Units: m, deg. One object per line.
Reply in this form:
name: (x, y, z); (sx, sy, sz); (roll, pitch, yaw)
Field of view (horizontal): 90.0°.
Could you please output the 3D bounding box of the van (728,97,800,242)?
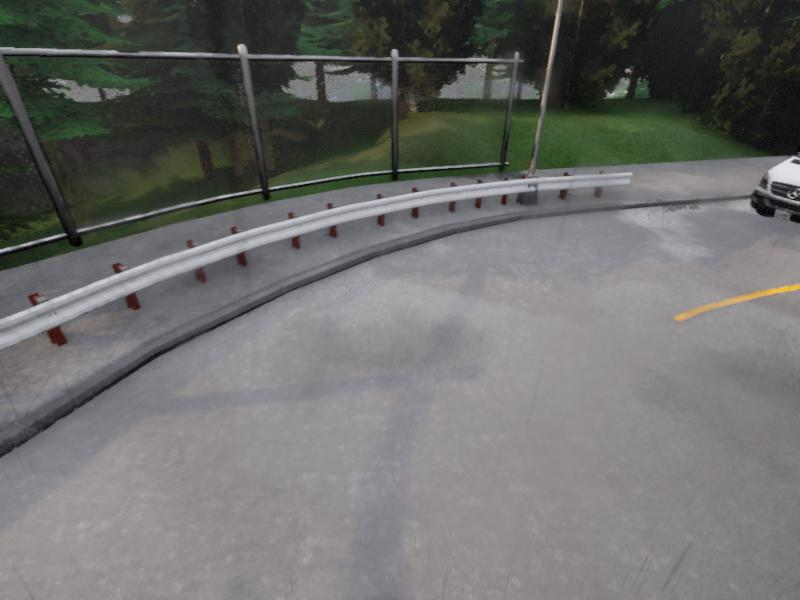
van: (10.896, -2.932, 8.677); (5.915, 2.561, 1.988); (-7, 31, -13)
